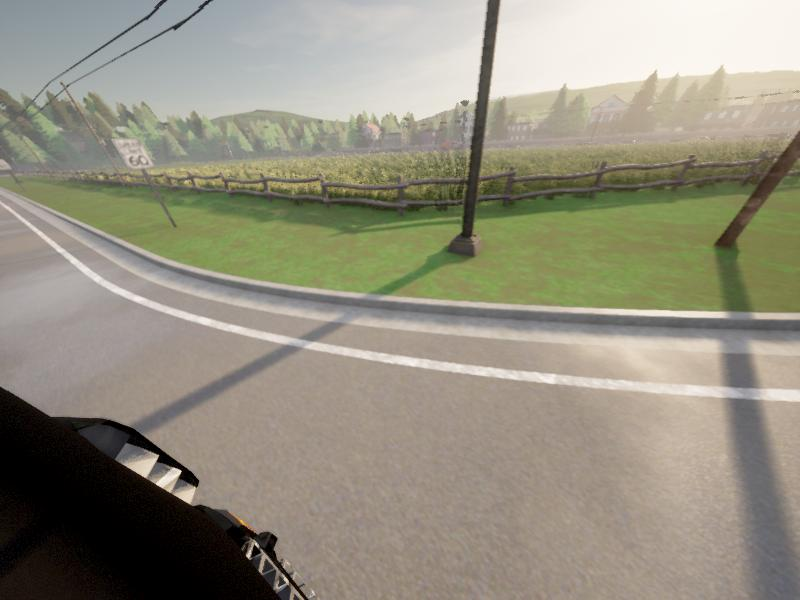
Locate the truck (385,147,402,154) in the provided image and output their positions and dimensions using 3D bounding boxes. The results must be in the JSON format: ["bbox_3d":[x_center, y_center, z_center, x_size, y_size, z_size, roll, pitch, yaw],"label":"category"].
[{"bbox_3d":[-2.661,-59.066,91.378,6.274,2.098,2.390,17,38,27],"label":"truck"}]

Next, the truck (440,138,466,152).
[{"bbox_3d":[18.948,-55.494,82.808,8.468,3.827,2.891,17,38,27],"label":"truck"}]
